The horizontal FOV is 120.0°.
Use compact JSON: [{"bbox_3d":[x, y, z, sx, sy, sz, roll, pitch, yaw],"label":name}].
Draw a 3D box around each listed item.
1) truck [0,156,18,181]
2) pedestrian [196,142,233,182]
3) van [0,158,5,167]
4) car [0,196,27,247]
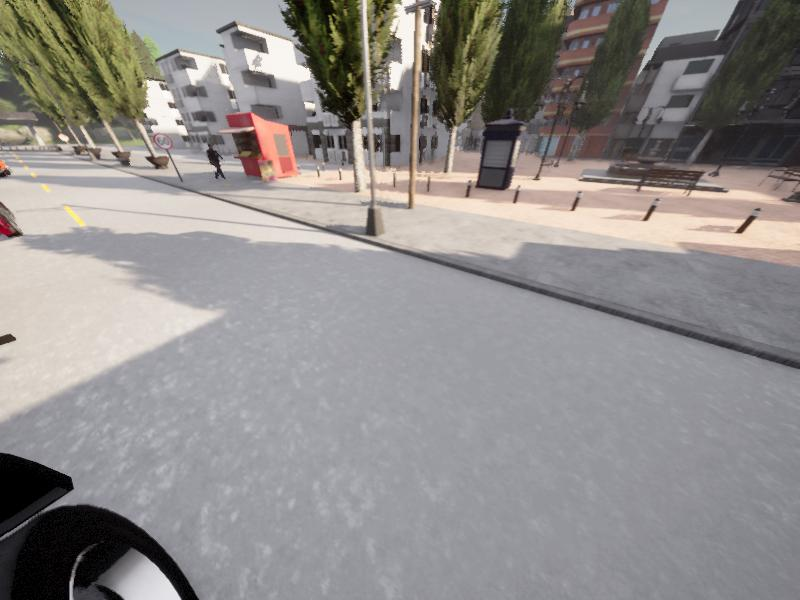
[{"bbox_3d":[-26.407,-8.667,13.827,5.204,2.467,2.627,22,41,28],"label":"truck"},{"bbox_3d":[-10.443,-7.819,13.070,0.751,1.860,0.751,14,37,19],"label":"pedestrian"},{"bbox_3d":[-37.474,-13.228,20.146,5.915,2.561,1.988,22,41,28],"label":"van"},{"bbox_3d":[-11.870,-2.269,5.837,4.181,1.385,1.994,22,41,28],"label":"car"}]
